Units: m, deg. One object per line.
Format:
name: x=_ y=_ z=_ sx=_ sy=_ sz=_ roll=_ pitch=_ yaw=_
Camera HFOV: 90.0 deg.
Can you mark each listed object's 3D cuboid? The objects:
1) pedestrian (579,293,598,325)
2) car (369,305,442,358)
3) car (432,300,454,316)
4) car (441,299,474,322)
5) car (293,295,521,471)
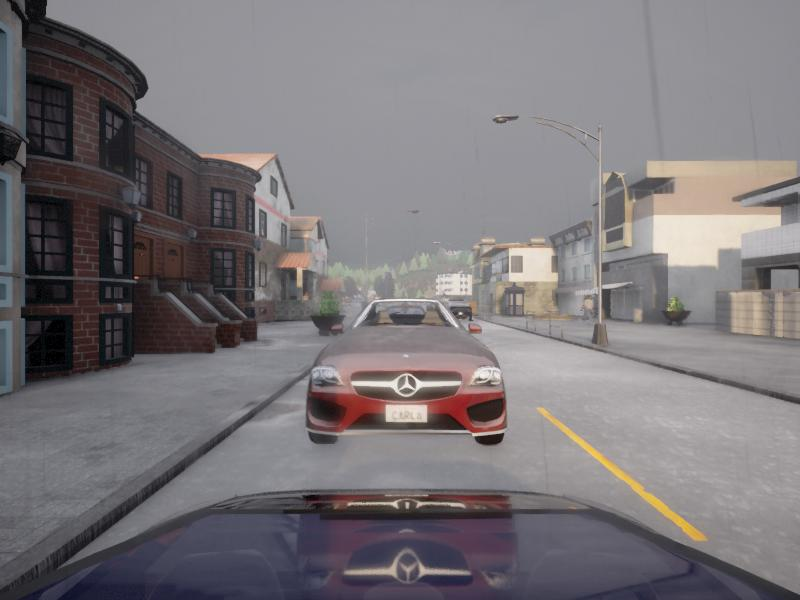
pedestrian: x=11.216 y=0.547 z=23.806 sx=0.751 sy=1.860 sz=0.751 roll=0 pitch=0 yaw=-14
car: x=0.180 y=0.895 z=13.768 sx=2.033 sy=1.411 sz=5.357 roll=0 pitch=0 yaw=1
car: x=4.536 y=0.802 z=42.631 sx=1.801 sy=1.575 sz=5.366 roll=0 pitch=0 yaw=1
car: x=4.397 y=0.771 z=31.348 sx=1.930 sy=1.638 sz=5.238 roll=0 pitch=0 yaw=1
car: x=0.089 y=0.781 z=6.286 sx=2.152 sy=1.651 sz=5.027 roll=0 pitch=0 yaw=1
